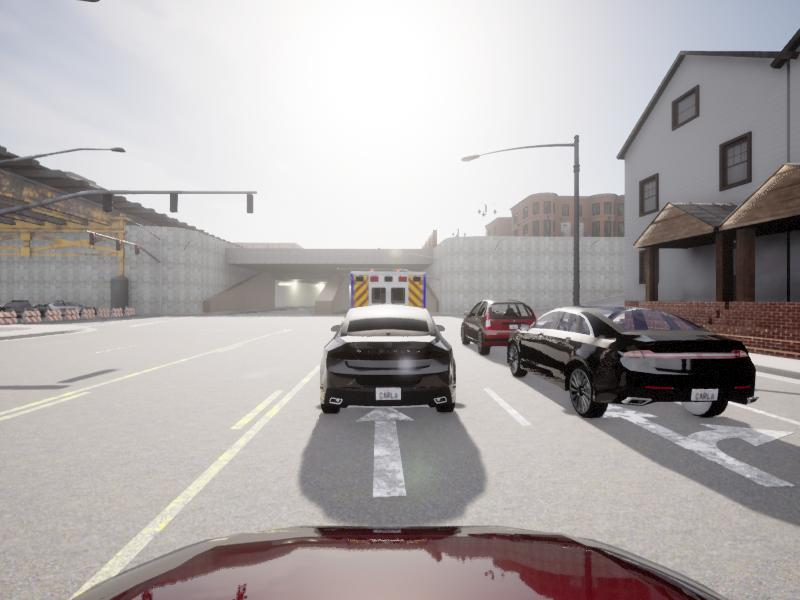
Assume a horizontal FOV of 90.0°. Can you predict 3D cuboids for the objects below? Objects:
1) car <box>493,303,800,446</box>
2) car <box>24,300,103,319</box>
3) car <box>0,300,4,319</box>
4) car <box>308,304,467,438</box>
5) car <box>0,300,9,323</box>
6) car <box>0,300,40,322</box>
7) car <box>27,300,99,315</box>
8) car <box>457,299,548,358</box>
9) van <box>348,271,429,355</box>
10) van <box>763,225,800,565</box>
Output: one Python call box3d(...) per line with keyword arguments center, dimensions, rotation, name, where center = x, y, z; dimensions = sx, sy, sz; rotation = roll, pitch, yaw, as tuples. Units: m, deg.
box3d(center=(3.293, 0.836, 6.852), dimensions=(2.128, 1.511, 4.902), rotation=(0, 0, -2), name="car")
box3d(center=(-30.069, 0.796, 35.949), dimensions=(2.038, 1.542, 4.974), rotation=(0, 0, 27), name="car")
box3d(center=(-29.000, 0.638, 25.964), dimensions=(1.853, 1.218, 4.536), rotation=(0, 0, 42), name="car")
box3d(center=(-0.209, 0.844, 7.073), dimensions=(1.837, 1.490, 4.892), rotation=(0, 0, -2), name="car")
box3d(center=(-28.966, 0.796, 26.003), dimensions=(2.038, 1.542, 4.974), rotation=(0, 0, 42), name="car")
box3d(center=(-29.116, 0.796, 30.609), dimensions=(2.038, 1.542, 4.974), rotation=(0, 0, -38), name="car")
box3d(center=(-30.092, 0.638, 35.903), dimensions=(1.853, 1.218, 4.536), rotation=(0, 0, 27), name="car")
box3d(center=(3.116, 0.788, 13.044), dimensions=(1.851, 1.617, 3.988), rotation=(0, 0, -2), name="car")
box3d(center=(-0.436, 0.378, 14.773), dimensions=(2.351, 2.431, 6.366), rotation=(0, 0, -2), name="van")
box3d(center=(3.492, 0.572, 0.423), dimensions=(2.069, 2.038, 4.480), rotation=(0, 0, -2), name="van")
